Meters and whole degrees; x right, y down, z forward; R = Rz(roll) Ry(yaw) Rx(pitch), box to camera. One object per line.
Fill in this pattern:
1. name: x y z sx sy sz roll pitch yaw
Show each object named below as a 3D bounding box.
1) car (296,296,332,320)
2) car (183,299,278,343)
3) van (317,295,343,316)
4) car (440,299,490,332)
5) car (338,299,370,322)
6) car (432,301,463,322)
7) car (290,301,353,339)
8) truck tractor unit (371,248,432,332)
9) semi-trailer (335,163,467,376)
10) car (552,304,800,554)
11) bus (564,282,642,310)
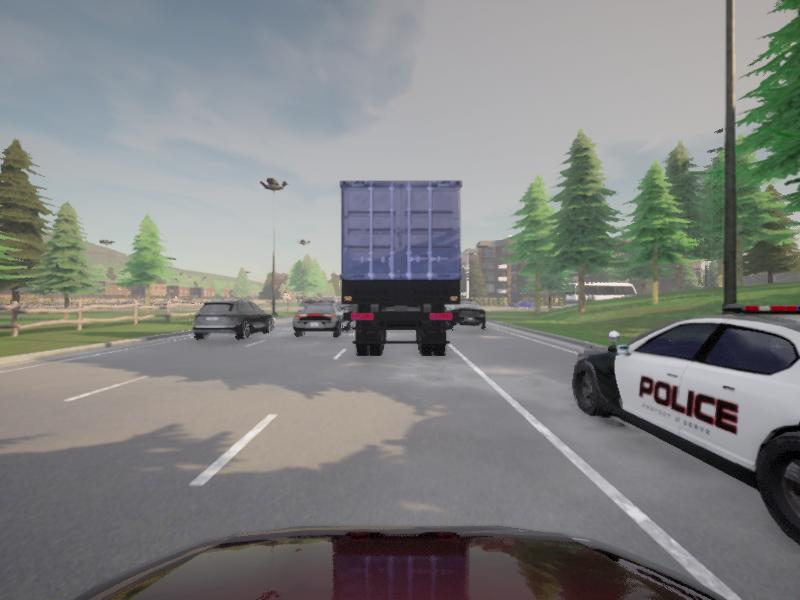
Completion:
1. car: -7.003 0.622 33.094 1.932 1.855 4.605 0 0 0
2. car: -7.001 0.762 17.179 2.033 1.649 4.856 0 0 0
3. van: -7.001 0.561 40.414 1.775 1.987 4.442 0 0 0
4. car: 3.500 0.750 22.523 1.930 1.638 5.238 0 0 0
5. car: -3.501 0.742 31.608 1.930 1.638 5.238 0 0 0
6. car: 3.492 0.842 30.374 1.812 1.442 4.674 0 0 0
7. car: -3.500 0.808 18.839 2.038 1.542 4.974 0 0 0
8. truck tractor unit: 0.061 -0.539 23.310 3.053 4.208 6.516 0 0 0
9. semi-trailer: 0.053 -0.631 15.396 2.717 4.402 14.254 0 0 0
10. car: 3.502 0.819 4.034 2.038 1.542 4.974 0 0 0
11. bus: 31.563 -0.592 62.645 10.273 4.253 3.944 0 0 0
